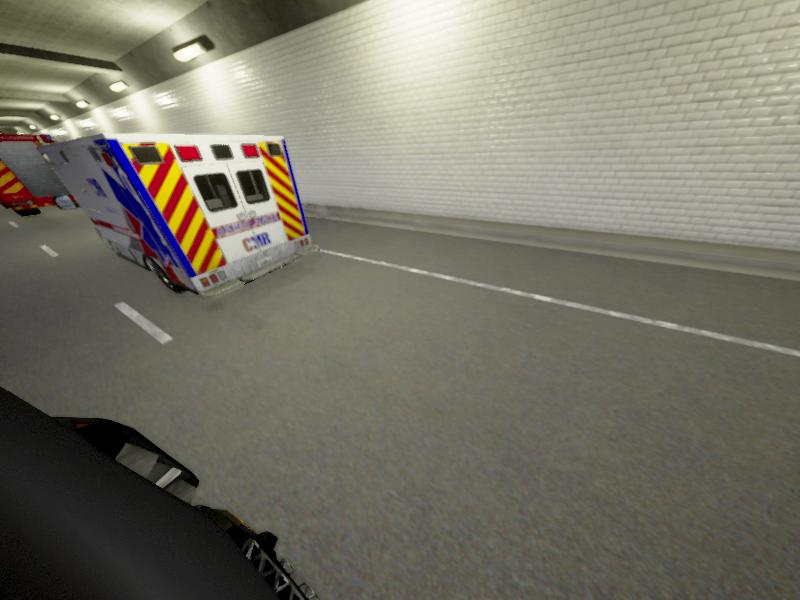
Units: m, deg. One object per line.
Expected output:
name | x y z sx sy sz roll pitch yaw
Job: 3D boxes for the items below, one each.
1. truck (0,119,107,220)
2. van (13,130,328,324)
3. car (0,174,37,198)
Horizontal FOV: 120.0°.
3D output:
truck | -20.907 -7.154 12.729 8.468 3.827 2.891 16 38 26
van | -5.029 -2.019 5.146 6.366 2.431 2.351 16 38 26
car | -33.890 -9.899 19.928 4.674 1.442 1.812 16 38 26
